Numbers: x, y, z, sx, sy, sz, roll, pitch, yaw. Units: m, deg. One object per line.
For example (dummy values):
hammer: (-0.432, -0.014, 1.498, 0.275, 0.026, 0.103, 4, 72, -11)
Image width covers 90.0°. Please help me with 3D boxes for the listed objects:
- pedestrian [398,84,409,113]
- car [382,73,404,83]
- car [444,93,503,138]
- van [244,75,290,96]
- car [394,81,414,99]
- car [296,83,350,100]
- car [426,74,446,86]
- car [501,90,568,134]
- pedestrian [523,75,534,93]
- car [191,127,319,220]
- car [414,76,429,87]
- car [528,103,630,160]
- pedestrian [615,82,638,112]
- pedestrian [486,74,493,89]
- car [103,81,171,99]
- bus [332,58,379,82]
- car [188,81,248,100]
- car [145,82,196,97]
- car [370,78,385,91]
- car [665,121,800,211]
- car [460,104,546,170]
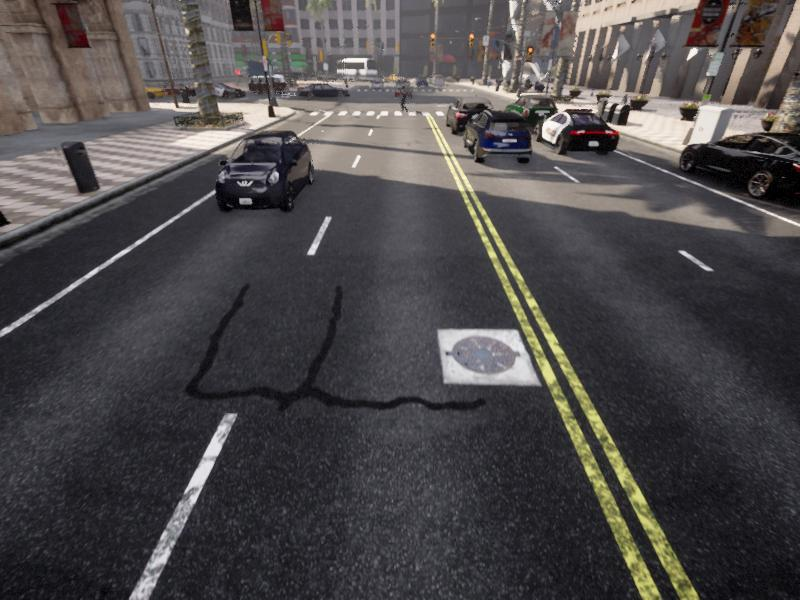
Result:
pedestrian: (0.268, -14.650, 29.102, 0.751, 1.860, 0.751, 0, 30, -1)
car: (-1.423, -46.816, 84.305, 1.801, 1.575, 5.366, -21, 37, -32)
car: (3.722, -9.846, 21.161, 2.242, 1.667, 4.611, 0, 30, 0)
van: (-15.414, -25.140, 46.777, 4.480, 2.038, 2.069, -1, 31, -2)
car: (0.418, -23.278, 44.248, 2.163, 1.488, 4.792, 0, 30, 0)
car: (-8.007, -21.723, 41.631, 5.357, 1.411, 2.033, -7, 31, -12)
car: (6.261, -38.790, 70.565, 2.242, 1.667, 4.611, -6, 31, -10)
car: (7.229, -10.474, 22.131, 2.097, 1.767, 4.553, 0, 30, 0)
pedestrian: (15.951, -26.886, 49.773, 0.751, 1.860, 0.751, -3, 31, -5)
car: (-3.383, -3.374, 10.213, 1.845, 1.501, 3.633, 0, 30, 0)
car: (3.538, -36.144, 66.175, 1.845, 1.501, 3.633, -3, 31, -5)
car: (7.183, -7.191, 16.788, 2.038, 1.542, 4.974, 0, 30, 0)
pedestrian: (16.212, -14.544, 28.715, 0.751, 1.860, 0.751, 1, 30, 1)
pedestrian: (12.803, -31.351, 57.374, 0.751, 1.860, 0.751, 6, 31, 10)
car: (-26.703, -21.415, 40.809, 5.366, 1.575, 1.801, 0, 30, 0)
bus: (-9.659, -49.741, 86.603, 10.273, 4.253, 3.944, 25, 38, 35)
car: (-18.466, -21.358, 40.803, 4.974, 1.542, 2.038, 1, 30, 0)
car: (-25.112, -23.062, 43.838, 4.181, 1.385, 1.994, 1, 30, 1)
car: (-3.069, -29.886, 55.454, 1.845, 1.501, 3.633, 0, 30, -1)
car: (10.324, -4.043, 11.489, 2.163, 1.488, 4.792, 0, 30, 0)
car: (3.669, -6.372, 15.275, 2.033, 1.649, 4.856, 0, 30, 0)
